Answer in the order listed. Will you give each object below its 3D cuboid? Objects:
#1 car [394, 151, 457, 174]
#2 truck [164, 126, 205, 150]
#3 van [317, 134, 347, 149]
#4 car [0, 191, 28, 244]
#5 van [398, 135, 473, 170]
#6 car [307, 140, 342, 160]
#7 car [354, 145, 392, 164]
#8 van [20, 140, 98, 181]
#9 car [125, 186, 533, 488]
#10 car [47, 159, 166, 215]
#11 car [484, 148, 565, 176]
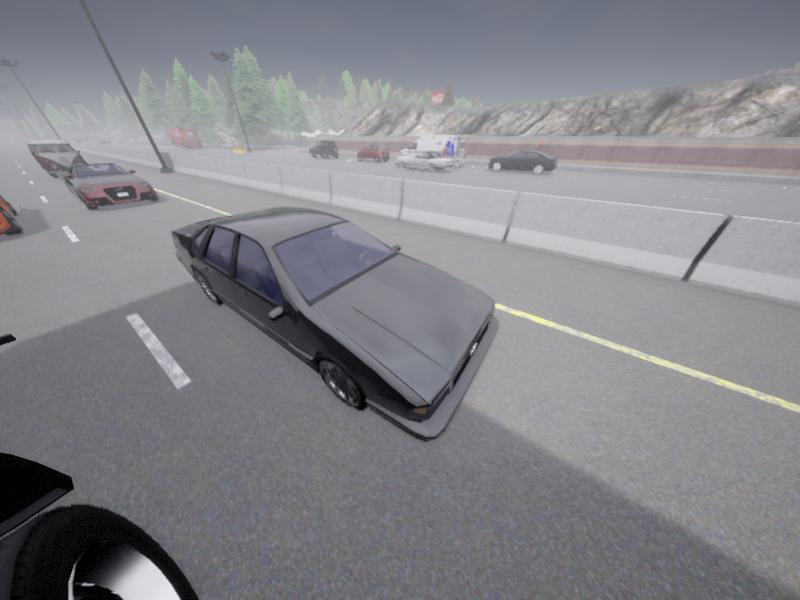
[{"bbox_3d":[1.953,-11.365,18.928,4.718,1.301,1.895,22,41,28],"label":"car"},{"bbox_3d":[-45.440,-34.151,48.663,8.468,3.827,2.891,23,41,29],"label":"truck"},{"bbox_3d":[-14.287,-33.807,49.218,1.988,2.561,5.915,22,41,28],"label":"van"},{"bbox_3d":[-12.228,-2.581,5.910,4.553,1.767,2.097,22,41,28],"label":"car"},{"bbox_3d":[3.050,-13.845,21.475,6.366,2.431,2.351,22,41,28],"label":"van"},{"bbox_3d":[-9.389,-18.702,28.728,3.866,1.878,1.905,22,41,28],"label":"car"},{"bbox_3d":[-2.920,-15.924,25.132,3.705,1.549,1.789,22,41,28],"label":"car"},{"bbox_3d":[-22.047,-9.130,14.955,4.442,1.987,1.775,22,41,28],"label":"van"},{"bbox_3d":[-1.413,-0.465,3.348,5.357,1.411,2.033,22,41,28],"label":"car"},{"bbox_3d":[-11.707,-4.657,9.230,4.181,1.385,1.994,22,41,28],"label":"car"},{"bbox_3d":[9.545,-10.830,18.024,5.008,1.535,1.882,22,41,28],"label":"car"}]
